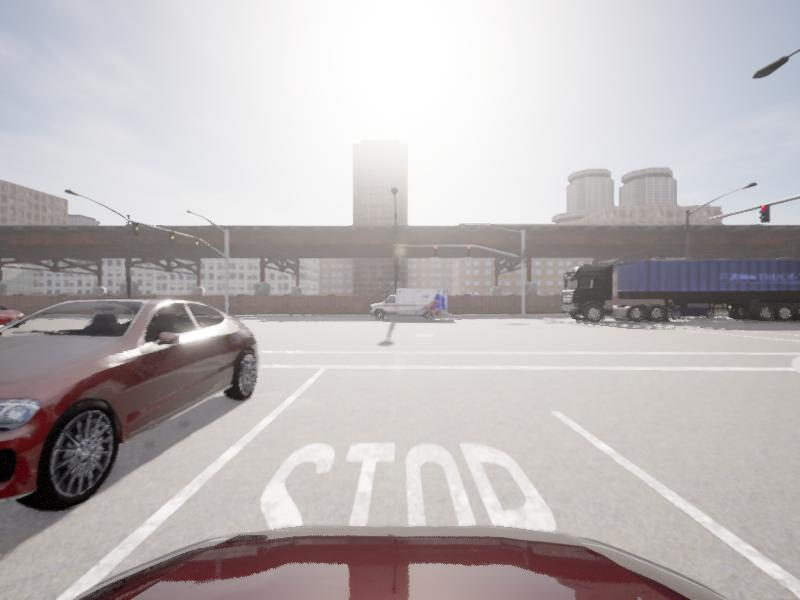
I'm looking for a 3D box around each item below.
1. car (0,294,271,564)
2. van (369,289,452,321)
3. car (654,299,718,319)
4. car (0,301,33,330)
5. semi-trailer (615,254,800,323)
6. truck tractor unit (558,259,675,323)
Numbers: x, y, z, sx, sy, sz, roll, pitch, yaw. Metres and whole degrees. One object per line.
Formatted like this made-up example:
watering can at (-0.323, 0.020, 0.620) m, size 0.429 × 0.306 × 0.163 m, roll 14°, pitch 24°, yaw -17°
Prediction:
car at (-3.494, 0.785, 4.937) m, size 2.152 × 1.651 × 5.027 m, roll 0°, pitch 0°, yaw 1°
van at (0.835, 0.365, 31.886) m, size 6.366 × 2.431 × 2.351 m, roll 0°, pitch 0°, yaw 2°
car at (22.326, 0.699, 31.313) m, size 3.633 × 1.501 × 1.845 m, roll -1°, pitch 0°, yaw 2°
car at (-23.378, 0.828, 22.025) m, size 4.514 × 1.525 × 2.007 m, roll 0°, pitch 0°, yaw 2°
semi-trailer at (22.838, -0.759, 27.720) m, size 14.254 × 4.402 × 2.717 m, roll -1°, pitch 0°, yaw 2°
truck tractor unit at (14.932, -0.589, 28.000) m, size 6.516 × 4.208 × 3.053 m, roll 0°, pitch 0°, yaw 2°
